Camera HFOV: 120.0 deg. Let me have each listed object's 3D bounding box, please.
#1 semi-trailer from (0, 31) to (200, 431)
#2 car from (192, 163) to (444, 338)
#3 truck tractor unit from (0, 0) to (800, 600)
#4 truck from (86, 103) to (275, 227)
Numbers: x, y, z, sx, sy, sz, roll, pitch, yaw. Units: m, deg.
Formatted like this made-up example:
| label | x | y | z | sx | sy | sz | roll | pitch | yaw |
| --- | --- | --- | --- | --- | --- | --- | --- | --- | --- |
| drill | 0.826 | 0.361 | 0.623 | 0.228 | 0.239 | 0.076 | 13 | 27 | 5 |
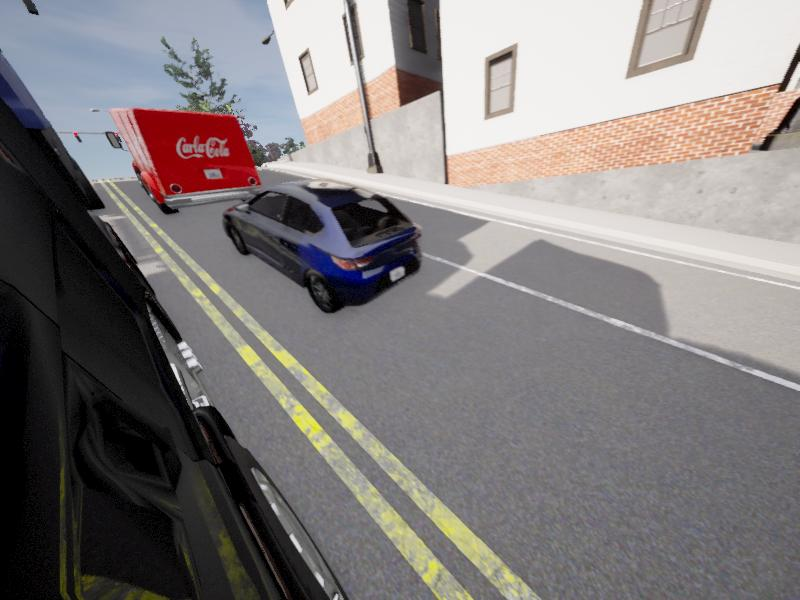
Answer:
| label | x | y | z | sx | sy | sz | roll | pitch | yaw |
| --- | --- | --- | --- | --- | --- | --- | --- | --- | --- |
| semi-trailer | -8.702 | -3.540 | 4.314 | 14.254 | 4.402 | 2.717 | 27 | 42 | 30 |
| car | -1.604 | -1.341 | 4.127 | 4.193 | 1.474 | 1.816 | 27 | 43 | 30 |
| truck tractor unit | -2.645 | -0.295 | 0.351 | 6.516 | 4.208 | 3.053 | 28 | 44 | 30 |
| truck | -6.944 | -4.479 | 7.420 | 5.204 | 2.467 | 2.627 | 27 | 42 | 30 |
